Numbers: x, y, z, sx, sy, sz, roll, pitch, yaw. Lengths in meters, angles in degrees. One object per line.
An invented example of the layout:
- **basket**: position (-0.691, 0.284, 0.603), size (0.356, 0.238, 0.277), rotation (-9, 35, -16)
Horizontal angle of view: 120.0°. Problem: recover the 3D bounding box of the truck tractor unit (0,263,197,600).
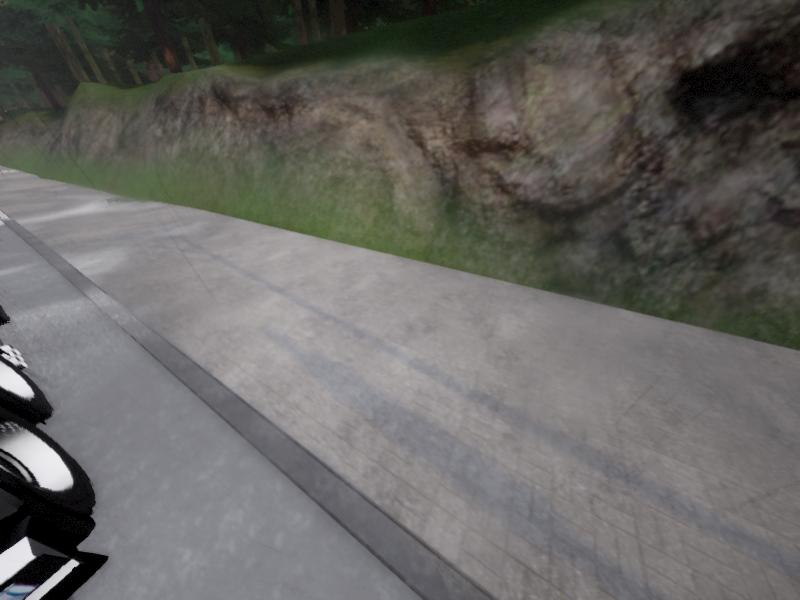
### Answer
- **truck tractor unit**: position (-5.112, -0.299, 0.780), size (6.516, 4.208, 3.053), rotation (18, 39, 24)
